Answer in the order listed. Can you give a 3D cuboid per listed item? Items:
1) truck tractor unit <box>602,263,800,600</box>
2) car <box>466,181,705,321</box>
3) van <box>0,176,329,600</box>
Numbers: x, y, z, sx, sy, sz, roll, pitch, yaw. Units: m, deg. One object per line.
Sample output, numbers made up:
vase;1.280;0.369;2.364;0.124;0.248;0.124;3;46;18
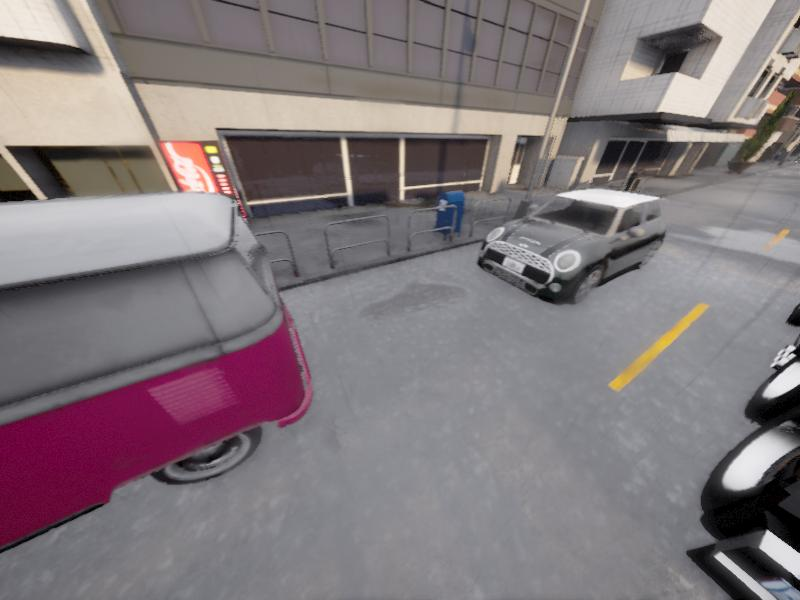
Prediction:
truck tractor unit;5.116;-0.293;0.792;6.516;4.208;3.053;-18;39;-24
car;3.558;-1.303;4.645;3.806;1.475;1.970;-18;39;-25
van;-3.037;0.631;1.341;4.442;1.987;1.775;-18;39;-25
